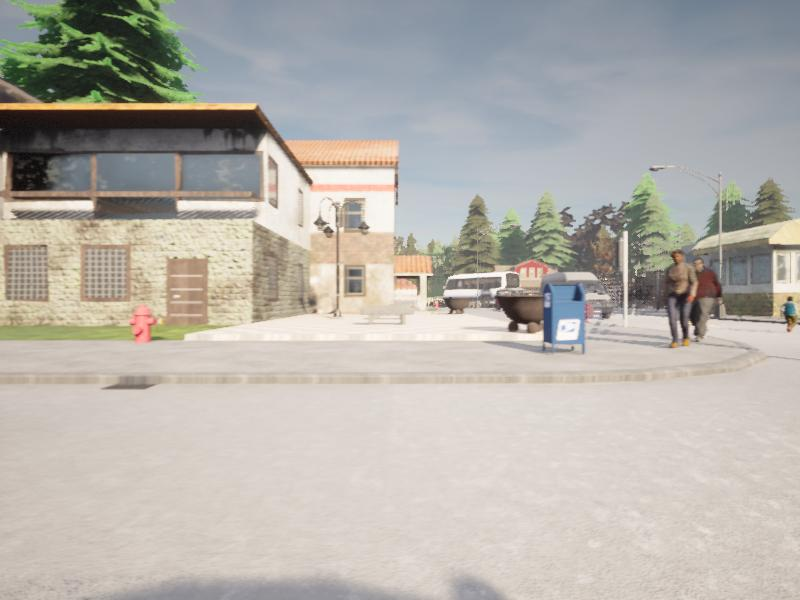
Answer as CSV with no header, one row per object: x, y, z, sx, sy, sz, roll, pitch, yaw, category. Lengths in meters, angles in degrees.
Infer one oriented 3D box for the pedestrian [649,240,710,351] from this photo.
5.084,-0.076,7.279,0.751,1.860,0.751,0,0,-42,pedestrian

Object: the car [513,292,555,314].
9.704,0.214,29.241,1.789,1.549,3.705,0,0,0,car

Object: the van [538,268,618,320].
9.806,-0.279,22.681,1.988,2.561,5.915,0,0,1,van

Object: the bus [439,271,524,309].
9.831,-1.136,49.856,3.944,4.253,10.273,0,0,-39,bus

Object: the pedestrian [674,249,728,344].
6.270,-0.076,8.340,0.751,1.860,0.751,0,0,-39,pedestrian

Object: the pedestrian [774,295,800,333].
11.615,0.416,11.948,0.500,1.100,0.500,0,0,-29,pedestrian

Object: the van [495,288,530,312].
9.661,-0.002,34.736,1.775,1.987,4.442,0,0,-1,van

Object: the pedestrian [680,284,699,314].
18.698,-0.069,25.840,0.751,1.860,0.751,0,0,6,pedestrian
